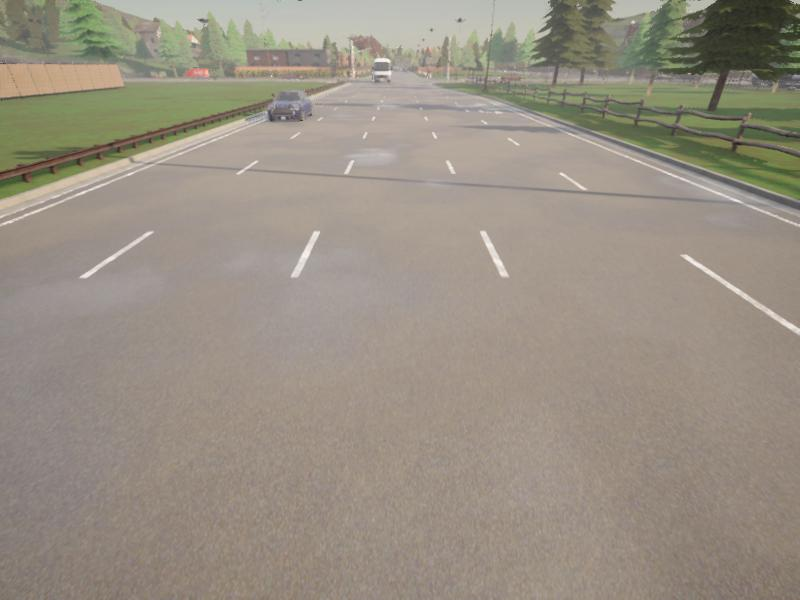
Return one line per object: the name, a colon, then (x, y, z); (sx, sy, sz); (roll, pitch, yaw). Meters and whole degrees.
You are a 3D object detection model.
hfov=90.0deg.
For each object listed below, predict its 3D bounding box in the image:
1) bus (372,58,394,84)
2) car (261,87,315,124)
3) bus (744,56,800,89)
bus: (-3.427, -47.091, 82.239); (3.944, 4.253, 10.273); (0, 30, 0)
car: (-7.008, -12.550, 25.655); (2.097, 1.767, 4.553); (0, 30, 0)
bus: (61.072, -35.982, 63.262); (3.944, 4.253, 10.273); (0, 30, 0)
